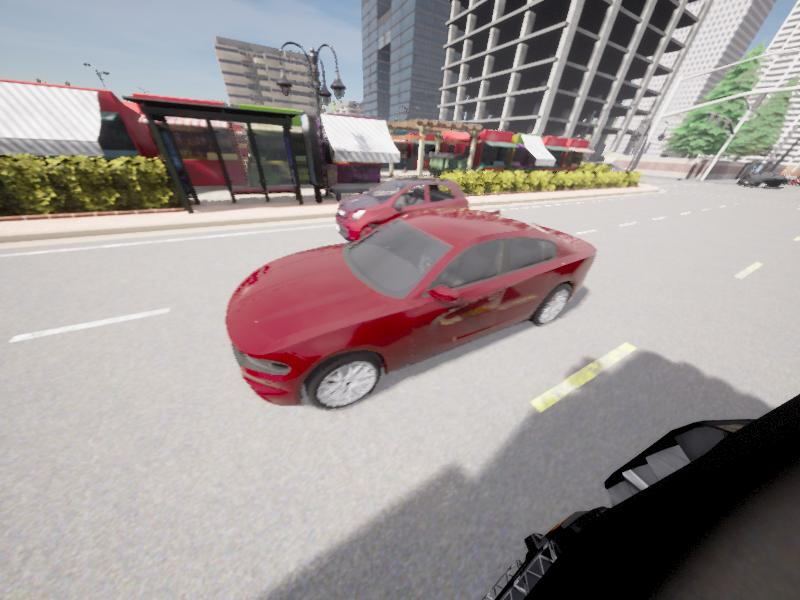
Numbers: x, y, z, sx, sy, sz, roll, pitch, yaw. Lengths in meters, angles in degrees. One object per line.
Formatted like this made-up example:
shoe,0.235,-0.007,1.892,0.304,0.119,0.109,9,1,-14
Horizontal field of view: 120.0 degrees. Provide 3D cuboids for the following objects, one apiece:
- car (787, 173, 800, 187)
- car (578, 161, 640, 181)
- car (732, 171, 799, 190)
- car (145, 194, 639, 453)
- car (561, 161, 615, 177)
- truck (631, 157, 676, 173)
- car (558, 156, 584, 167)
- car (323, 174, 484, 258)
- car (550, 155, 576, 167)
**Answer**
car,58.046,-17.142,33.027,3.988,1.617,1.851,-14,37,-24
car,24.638,-15.366,27.473,2.033,1.649,4.856,-14,37,-24
car,42.125,-13.789,26.689,5.008,1.535,1.882,-3,35,-10
car,0.552,-0.400,3.210,5.008,1.535,1.882,-14,37,-24
car,25.817,-18.121,31.923,2.033,1.411,5.357,-14,37,-24
truck,51.981,-27.870,47.530,2.615,2.467,5.204,-14,37,-24
car,38.789,-31.588,52.528,1.905,1.878,3.866,-14,37,-24
car,0.080,-2.465,6.285,3.633,1.501,1.845,-14,37,-24
car,36.188,-30.927,51.324,1.905,1.878,3.866,-14,37,-24
